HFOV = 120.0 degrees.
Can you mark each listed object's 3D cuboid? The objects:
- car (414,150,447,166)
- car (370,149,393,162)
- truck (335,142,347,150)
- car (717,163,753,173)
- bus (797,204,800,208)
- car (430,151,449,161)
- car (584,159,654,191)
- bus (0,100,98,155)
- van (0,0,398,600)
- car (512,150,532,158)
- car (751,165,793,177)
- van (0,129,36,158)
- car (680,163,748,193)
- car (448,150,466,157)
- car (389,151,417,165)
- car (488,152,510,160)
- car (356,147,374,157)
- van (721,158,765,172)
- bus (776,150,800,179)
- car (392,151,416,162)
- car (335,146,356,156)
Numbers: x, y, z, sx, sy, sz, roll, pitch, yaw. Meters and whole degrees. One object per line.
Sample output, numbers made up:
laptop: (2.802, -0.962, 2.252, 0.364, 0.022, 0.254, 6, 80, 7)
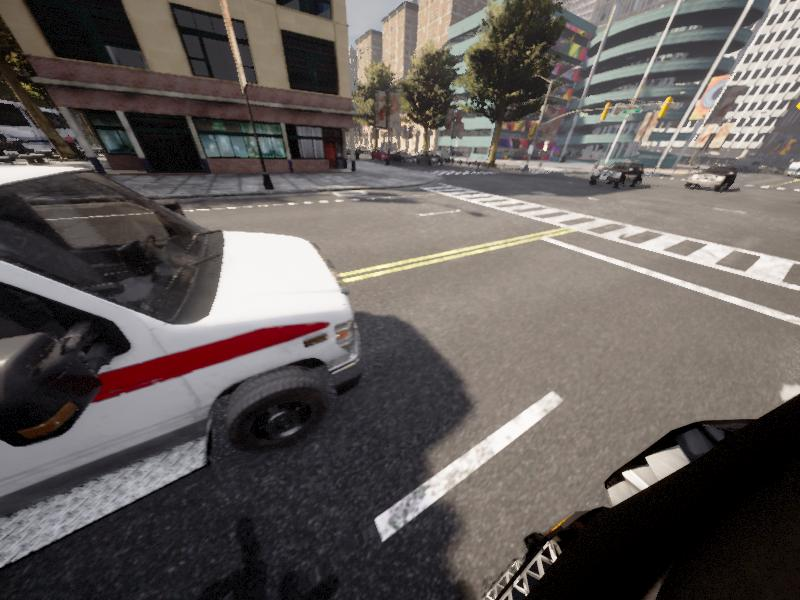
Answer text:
car: (4.243, -20.124, 32.764, 2.242, 1.667, 4.611, -16, 38, -26)
car: (-3.055, -23.412, 37.327, 2.007, 1.525, 4.514, -16, 38, -26)
truck: (-23.043, -60.296, 90.332, 2.627, 2.467, 5.204, -16, 38, -26)
car: (79.918, -31.580, 55.242, 2.152, 1.651, 5.027, 9, 34, 10)
bus: (28.568, -7.417, 13.053, 10.273, 4.253, 3.944, -16, 38, -26)
car: (7.948, -29.150, 46.640, 1.845, 1.501, 3.633, -16, 38, -26)
car: (16.992, -9.759, 17.922, 4.605, 1.855, 1.932, -16, 38, -26)
bus: (-39.800, -18.767, 25.476, 3.944, 4.253, 10.273, -16, 38, -26)
van: (-3.394, 0.370, 0.915, 6.366, 2.431, 2.351, -16, 38, -26)
car: (42.190, -50.412, 79.911, 2.435, 2.045, 5.566, -16, 38, -26)
car: (76.738, -26.772, 47.838, 2.152, 1.651, 5.027, 16, 36, 19)
van: (-35.373, -13.573, 19.984, 2.069, 2.038, 4.480, -16, 38, -26)
car: (25.716, -10.027, 18.908, 4.605, 1.855, 1.932, -15, 38, -26)
car: (16.367, -42.293, 66.737, 2.161, 1.482, 4.786, -16, 38, -26)
car: (0.310, -20.088, 32.653, 1.812, 1.442, 4.674, -16, 38, -26)
car: (25.740, -37.614, 60.291, 2.128, 1.511, 4.902, -16, 38, -26)
car: (-7.498, -31.695, 49.436, 2.128, 1.511, 4.902, -16, 38, -26)
van: (83.940, -33.152, 56.744, 1.988, 2.561, 5.915, 7, 34, 7)
bus: (69.582, -22.773, 38.752, 10.273, 4.253, 3.944, -26, 43, -37)
car: (0.609, -23.593, 37.982, 1.994, 1.385, 4.181, -16, 38, -26)
car: (-11.476, -31.270, 48.549, 4.892, 1.490, 1.837, 29, 41, 34)
